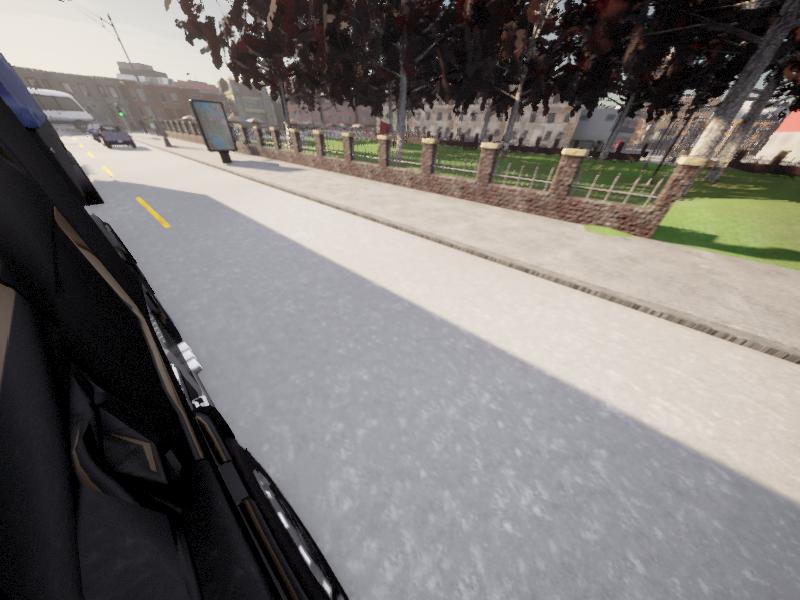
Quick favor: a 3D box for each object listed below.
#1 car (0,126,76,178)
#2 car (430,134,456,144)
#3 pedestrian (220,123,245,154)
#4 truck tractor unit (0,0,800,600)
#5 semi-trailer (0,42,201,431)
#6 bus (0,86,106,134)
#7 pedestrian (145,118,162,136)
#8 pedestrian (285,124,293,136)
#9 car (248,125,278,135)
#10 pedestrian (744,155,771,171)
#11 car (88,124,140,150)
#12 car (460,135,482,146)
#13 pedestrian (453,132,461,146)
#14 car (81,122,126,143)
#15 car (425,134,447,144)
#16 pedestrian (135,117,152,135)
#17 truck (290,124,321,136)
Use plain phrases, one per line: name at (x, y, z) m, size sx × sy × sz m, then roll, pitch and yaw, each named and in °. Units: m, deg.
car at (-16.855, -6.759, 10.376) m, size 4.514 × 1.525 × 2.007 m, roll 28°, pitch 43°, yaw 30°
car at (9.133, -34.428, 49.249) m, size 4.902 × 1.511 × 2.128 m, roll 28°, pitch 43°, yaw 30°
pedestrian at (-12.411, -11.939, 17.129) m, size 0.751 × 1.860 × 0.751 m, roll 28°, pitch 43°, yaw 30°
truck tractor unit at (-2.645, -0.295, 0.352) m, size 6.516 × 4.208 × 3.053 m, roll 28°, pitch 44°, yaw 30°
semi-trailer at (-8.689, -3.607, 4.243) m, size 14.254 × 4.402 × 2.717 m, roll 28°, pitch 44°, yaw 30°
bus at (-44.905, -22.921, 28.013) m, size 3.944 × 4.253 × 10.273 m, roll 28°, pitch 44°, yaw 30°
pedestrian at (-31.855, -22.387, 29.904) m, size 0.751 × 1.860 × 0.751 m, roll 30°, pitch 44°, yaw 31°
pedestrian at (-21.687, -33.345, 45.301) m, size 0.751 × 1.860 × 0.751 m, roll 24°, pitch 42°, yaw 26°
car at (-29.074, -36.244, 49.207) m, size 1.882 × 1.535 × 5.008 m, roll 28°, pitch 44°, yaw 30°
pedestrian at (35.424, -13.608, 22.925) m, size 0.751 × 1.300 × 0.751 m, roll 28°, pitch 43°, yaw 30°
car at (-23.073, -13.208, 18.640) m, size 3.633 × 1.501 × 1.845 m, roll 28°, pitch 43°, yaw 30°
car at (14.078, -31.811, 46.034) m, size 3.633 × 1.501 × 1.845 m, roll 28°, pitch 43°, yaw 30°
pedestrian at (9.913, -27.987, 40.136) m, size 0.751 × 1.860 × 0.751 m, roll -29°, pitch 47°, yaw -35°
car at (-29.220, -16.504, 22.745) m, size 4.674 × 1.442 × 1.812 m, roll 27°, pitch 43°, yaw 29°
car at (7.162, -32.334, 46.338) m, size 3.806 × 1.475 × 1.970 m, roll 28°, pitch 43°, yaw 30°
pedestrian at (-34.524, -23.383, 31.070) m, size 0.751 × 1.860 × 0.751 m, roll 32°, pitch 45°, yaw 33°
truck at (-22.611, -40.838, 55.411) m, size 2.390 × 2.098 × 6.274 m, roll 28°, pitch 43°, yaw 30°
